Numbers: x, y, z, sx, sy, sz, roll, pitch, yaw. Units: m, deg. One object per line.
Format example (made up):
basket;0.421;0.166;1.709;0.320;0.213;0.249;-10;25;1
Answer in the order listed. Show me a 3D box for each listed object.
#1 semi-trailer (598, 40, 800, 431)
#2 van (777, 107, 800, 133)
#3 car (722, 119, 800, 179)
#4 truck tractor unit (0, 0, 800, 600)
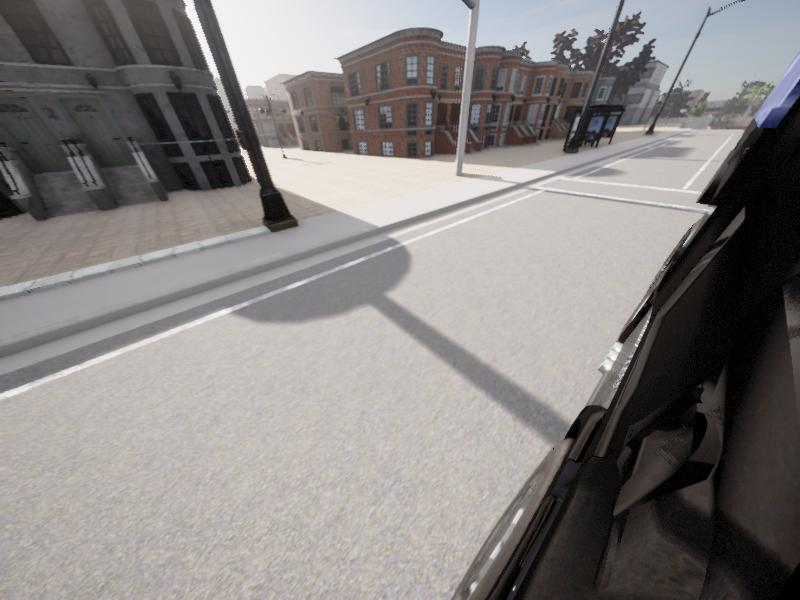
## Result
semi-trailer;8.689;-3.616;4.230;14.254;4.402;2.717;-28;44;-30
van;57.973;-26.076;33.401;5.915;2.561;1.988;-21;40;-36
car;16.252;-6.586;9.890;4.553;1.767;2.097;-28;44;-30
truck tractor unit;2.645;-0.295;0.351;6.516;4.208;3.053;-28;44;-30
